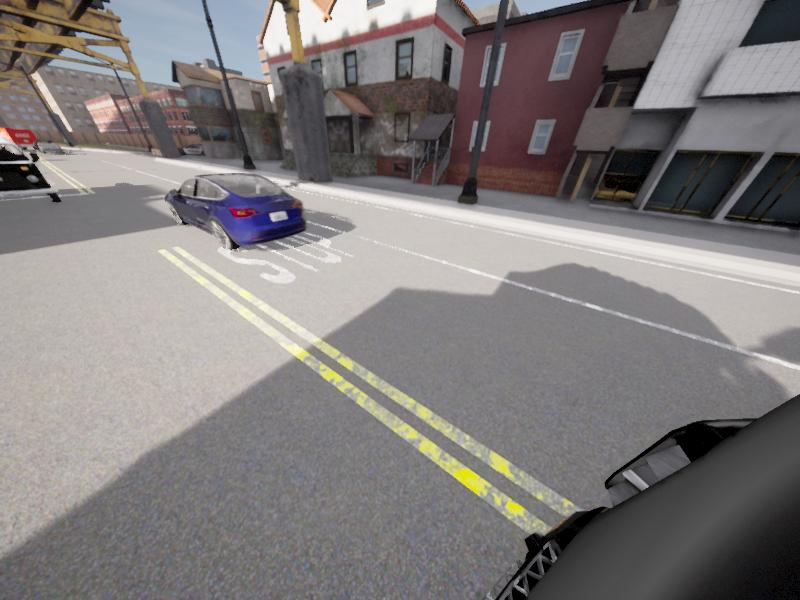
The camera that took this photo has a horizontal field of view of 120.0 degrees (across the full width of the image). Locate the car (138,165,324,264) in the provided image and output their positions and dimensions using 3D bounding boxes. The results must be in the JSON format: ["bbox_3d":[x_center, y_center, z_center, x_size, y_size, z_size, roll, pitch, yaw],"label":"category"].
[{"bbox_3d":[-4.659,-2.673,6.381,4.792,1.488,2.163,23,38,28],"label":"car"}]

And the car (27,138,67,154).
[{"bbox_3d":[-43.600,-19.009,28.521,3.633,1.501,1.845,21,37,25],"label":"car"}]

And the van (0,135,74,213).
[{"bbox_3d":[-14.144,-4.567,8.111,4.480,2.038,2.069,23,38,28],"label":"van"}]

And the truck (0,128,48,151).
[{"bbox_3d":[-52.121,-21.687,31.158,5.204,2.467,2.627,10,34,12],"label":"truck"}]

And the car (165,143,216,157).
[{"bbox_3d":[-30.288,-21.840,33.679,4.974,1.542,2.038,-12,36,-21],"label":"car"}]

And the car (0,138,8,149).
[{"bbox_3d":[-59.155,-22.233,32.491,3.806,1.475,1.970,2,33,-1],"label":"car"}]
